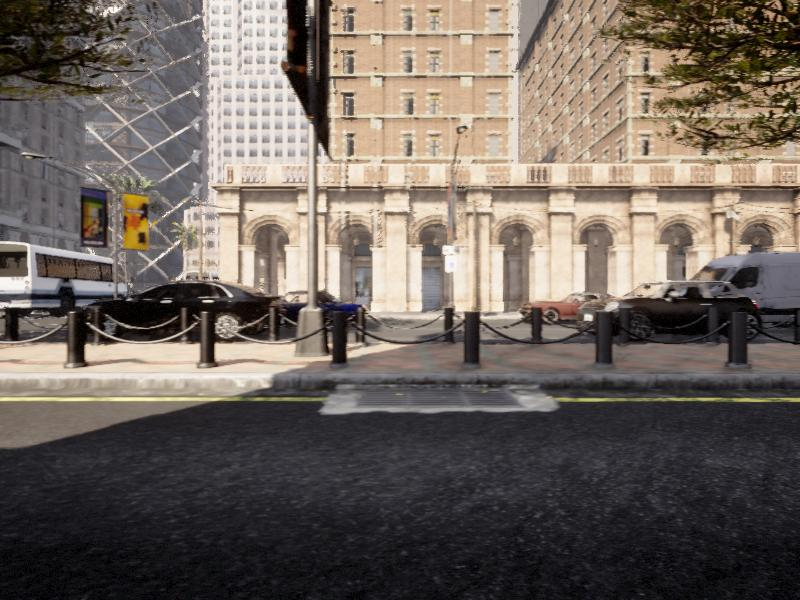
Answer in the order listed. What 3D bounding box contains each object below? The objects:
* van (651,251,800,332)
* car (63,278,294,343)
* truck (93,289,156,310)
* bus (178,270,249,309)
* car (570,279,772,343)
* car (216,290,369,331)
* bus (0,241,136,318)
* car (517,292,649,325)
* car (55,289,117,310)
[{"bbox_3d":[12.149,-0.282,13.667,5.915,2.561,1.988,0,0,0],"label":"van"},{"bbox_3d":[-5.424,0.248,10.257,4.892,1.490,1.837,0,0,0],"label":"car"},{"bbox_3d":[-29.335,-0.048,42.986,2.390,2.098,6.274,0,0,0],"label":"truck"},{"bbox_3d":[-22.406,-1.127,49.034,3.944,4.253,10.273,0,0,0],"label":"bus"},{"bbox_3d":[6.665,0.251,10.191,3.806,1.475,1.970,0,0,0],"label":"car"},{"bbox_3d":[-3.515,0.345,13.746,4.718,1.301,1.895,0,0,0],"label":"car"},{"bbox_3d":[-22.678,-1.124,26.929,3.944,4.253,10.273,-1,0,-7],"label":"bus"},{"bbox_3d":[7.589,0.336,16.937,4.718,1.301,1.895,0,0,0],"label":"car"},{"bbox_3d":[-32.839,-0.021,42.144,2.150,2.045,5.566,0,0,0],"label":"car"}]
